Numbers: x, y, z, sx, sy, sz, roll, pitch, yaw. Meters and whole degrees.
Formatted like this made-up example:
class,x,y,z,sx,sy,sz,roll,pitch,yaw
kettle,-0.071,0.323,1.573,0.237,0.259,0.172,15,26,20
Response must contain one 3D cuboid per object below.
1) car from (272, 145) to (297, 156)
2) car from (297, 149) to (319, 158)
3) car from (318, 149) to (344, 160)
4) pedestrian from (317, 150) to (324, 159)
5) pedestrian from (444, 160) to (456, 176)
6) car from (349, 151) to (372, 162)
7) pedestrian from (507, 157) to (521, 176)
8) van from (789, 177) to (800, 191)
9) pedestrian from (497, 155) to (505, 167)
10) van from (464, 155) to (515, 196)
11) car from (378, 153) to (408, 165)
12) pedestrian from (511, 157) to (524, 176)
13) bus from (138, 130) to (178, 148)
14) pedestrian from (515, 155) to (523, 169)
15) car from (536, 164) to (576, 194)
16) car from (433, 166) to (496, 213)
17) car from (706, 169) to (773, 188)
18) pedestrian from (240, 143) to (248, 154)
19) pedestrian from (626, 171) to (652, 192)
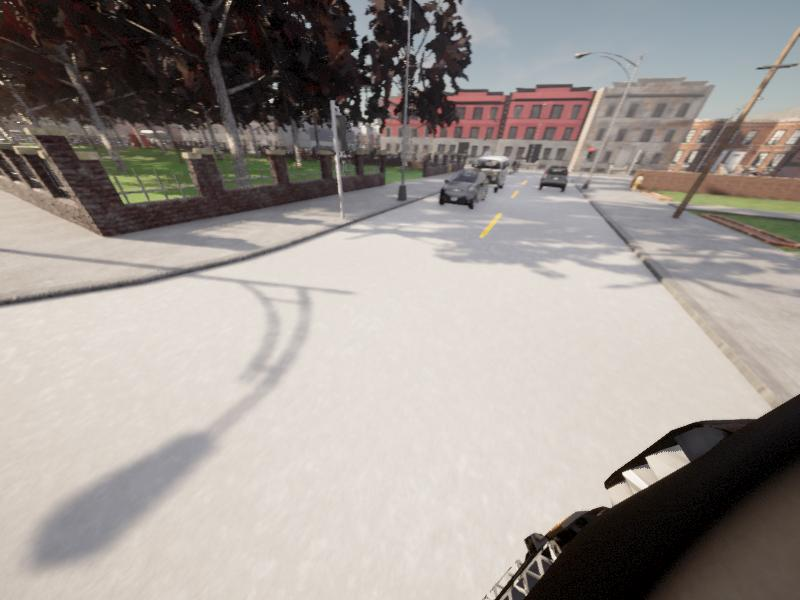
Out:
class,x,y,z,sx,sy,sz,roll,pitch,yaw
car,-25.142,-32.514,50.290,4.605,1.855,1.932,18,36,22
car,-19.015,-30.341,47.746,3.806,1.475,1.970,18,36,23
car,-13.542,-28.575,45.367,4.514,1.525,2.007,18,36,22
pedestrian,-14.165,-25.798,41.056,0.751,1.300,0.751,18,36,23
pedestrian,5.084,-13.407,23.414,0.751,1.300,0.751,18,36,22
car,-7.219,-26.520,42.626,3.705,1.549,1.789,18,36,22
pedestrian,13.224,-15.428,26.721,0.751,1.860,0.751,-27,43,-37
van,44.997,-12.135,23.740,4.442,1.987,1.775,18,36,22
pedestrian,17.596,-24.142,40.135,0.751,1.860,0.751,16,35,19
van,6.186,-8.619,15.729,2.069,2.038,4.480,18,36,22
car,-1.302,-24.560,40.081,4.892,1.490,1.837,18,36,22
pedestrian,13.992,-15.907,27.504,0.751,1.860,0.751,27,40,33
bus,-74.371,-49.456,71.111,10.273,4.253,3.944,18,36,22
pedestrian,19.672,-22.792,38.211,0.751,1.860,0.751,13,35,15
car,11.773,-9.332,17.587,1.851,1.617,3.988,18,36,22
car,3.220,-5.506,11.243,1.845,1.501,3.633,18,36,22
car,38.779,-13.971,26.547,3.633,1.501,1.845,18,36,22
pedestrian,-33.183,-32.257,49.142,0.751,1.860,0.751,18,36,22
pedestrian,17.933,-8.912,17.386,0.751,1.300,0.751,20,37,25
